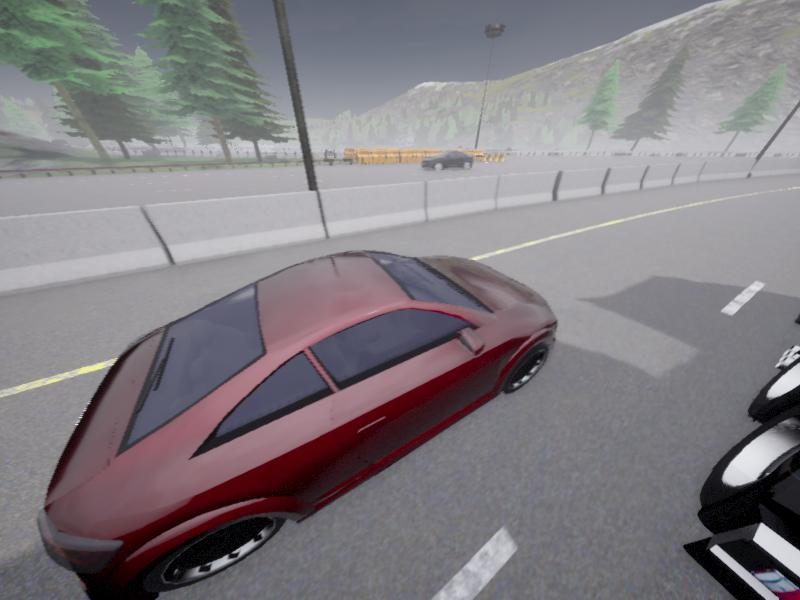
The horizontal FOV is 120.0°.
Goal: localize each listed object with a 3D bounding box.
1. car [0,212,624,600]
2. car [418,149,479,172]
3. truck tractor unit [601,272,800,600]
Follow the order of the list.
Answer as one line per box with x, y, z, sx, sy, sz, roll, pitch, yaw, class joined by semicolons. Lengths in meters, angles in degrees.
-0.255;0.298;2.372;4.181;1.385;1.994;-18;39;-24;car
4.334;-12.526;20.676;5.008;1.535;1.882;-15;37;-21;car
5.129;-0.283;0.762;6.516;4.208;3.053;-18;39;-24;truck tractor unit
